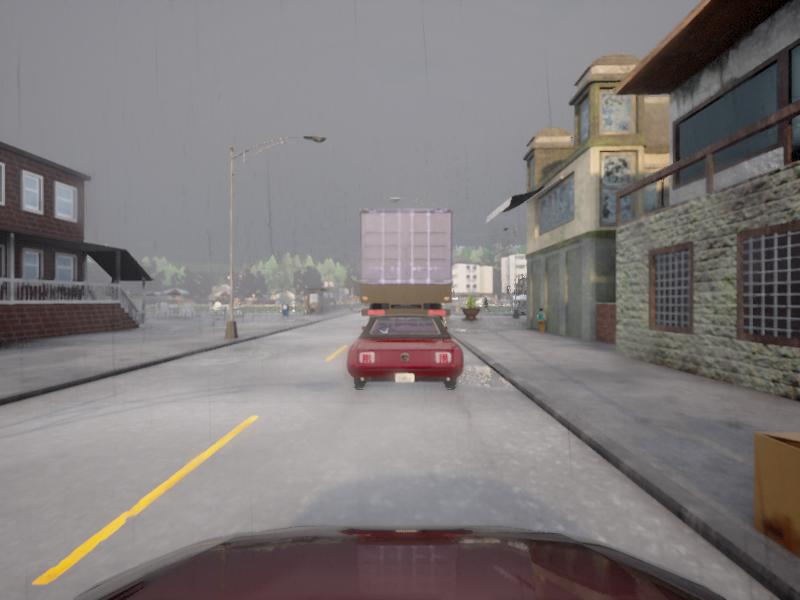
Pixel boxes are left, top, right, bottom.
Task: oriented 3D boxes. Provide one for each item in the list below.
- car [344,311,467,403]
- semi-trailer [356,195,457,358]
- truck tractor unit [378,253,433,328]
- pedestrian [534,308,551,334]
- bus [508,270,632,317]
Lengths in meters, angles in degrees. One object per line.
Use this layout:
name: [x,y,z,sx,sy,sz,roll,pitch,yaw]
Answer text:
car: [0.106,0.944,8.551,1.895,1.301,4.718,0,0,1]
semi-trailer: [0.253,-0.631,17.922,2.717,4.402,14.254,0,0,1]
truck tractor unit: [0.352,-0.541,25.834,3.053,4.208,6.516,0,0,1]
pedestrian: [6.245,0.901,17.531,0.500,1.100,0.500,0,0,-44]
bus: [16.031,-0.563,38.451,10.273,4.253,3.944,0,0,1]
